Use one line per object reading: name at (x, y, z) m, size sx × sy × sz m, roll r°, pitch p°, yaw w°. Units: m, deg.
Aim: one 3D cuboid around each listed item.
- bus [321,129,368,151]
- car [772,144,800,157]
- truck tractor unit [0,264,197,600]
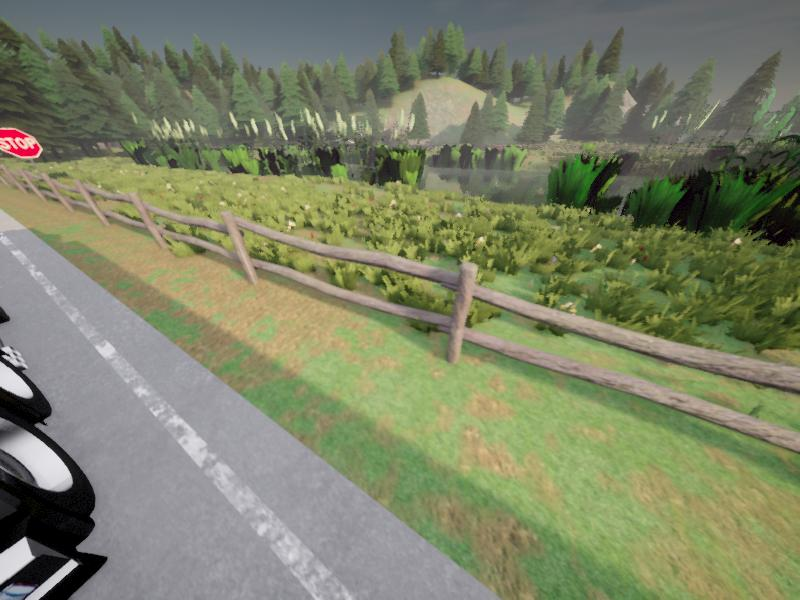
bus at (-13.659, -39.759, 57.438) m, size 10.273 × 4.253 × 3.944 m, roll 12°, pitch 37°, yaw 17°
car at (57.440, -21.363, 33.029) m, size 3.806 × 1.475 × 1.970 m, roll 20°, pitch 40°, yaw 26°
truck tractor unit at (-5.118, -0.291, 0.791) m, size 6.516 × 4.208 × 3.053 m, roll 18°, pitch 39°, yaw 24°
